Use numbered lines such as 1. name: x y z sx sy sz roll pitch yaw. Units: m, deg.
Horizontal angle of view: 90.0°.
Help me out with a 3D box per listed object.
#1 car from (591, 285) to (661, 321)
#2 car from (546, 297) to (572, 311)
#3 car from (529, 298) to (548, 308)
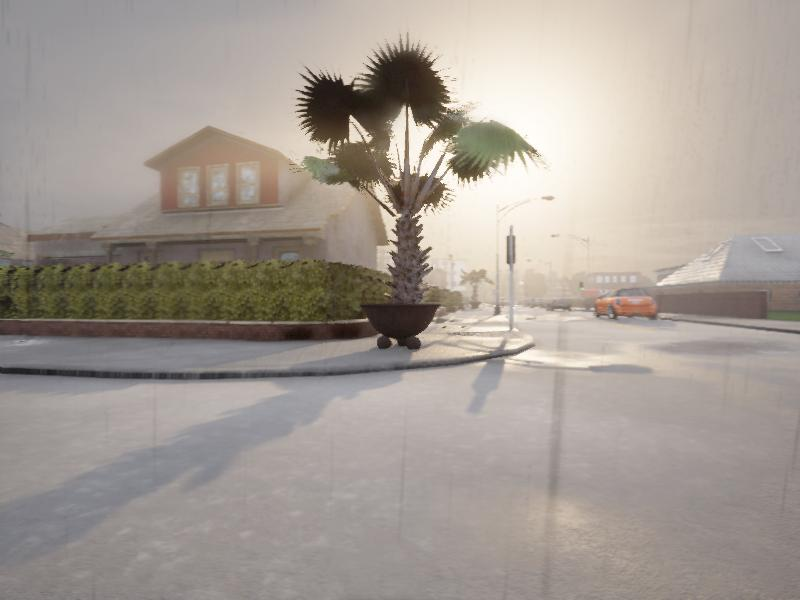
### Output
1. car: 12.215 0.167 21.993 2.097 1.767 4.553 0 0 13
2. car: 16.773 0.447 42.400 1.994 1.385 4.181 0 0 13
3. car: 20.754 0.492 60.186 2.033 1.411 5.357 0 0 13
